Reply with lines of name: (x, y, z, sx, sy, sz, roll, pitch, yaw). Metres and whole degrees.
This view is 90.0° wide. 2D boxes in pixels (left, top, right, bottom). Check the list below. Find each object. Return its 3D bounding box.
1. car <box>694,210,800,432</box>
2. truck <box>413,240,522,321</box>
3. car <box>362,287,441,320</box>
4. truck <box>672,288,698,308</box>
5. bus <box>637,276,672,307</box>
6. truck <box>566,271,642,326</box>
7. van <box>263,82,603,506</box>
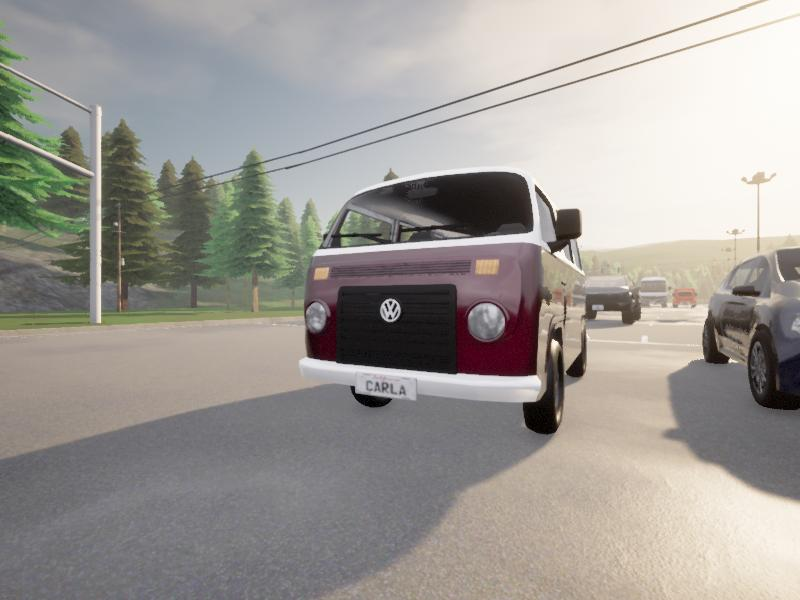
car: (5.019, 0.156, 4.498, 2.242, 1.667, 4.611, 0, 0, 30)
truck: (4.275, -0.921, 23.071, 2.891, 3.827, 8.468, 0, 0, 34)
car: (0.211, 0.181, 23.284, 2.152, 1.651, 5.027, 0, 0, 34)
truck: (36.047, -0.249, 50.685, 2.627, 2.467, 5.204, 0, 0, 35)
bus: (37.450, -1.139, 58.676, 3.944, 4.253, 10.273, 0, 0, 35)
truck: (9.577, -0.058, 18.426, 2.390, 2.098, 6.274, 0, 0, 34)
van: (0.985, -0.029, 4.386, 2.069, 2.038, 4.480, 0, 0, 29)
